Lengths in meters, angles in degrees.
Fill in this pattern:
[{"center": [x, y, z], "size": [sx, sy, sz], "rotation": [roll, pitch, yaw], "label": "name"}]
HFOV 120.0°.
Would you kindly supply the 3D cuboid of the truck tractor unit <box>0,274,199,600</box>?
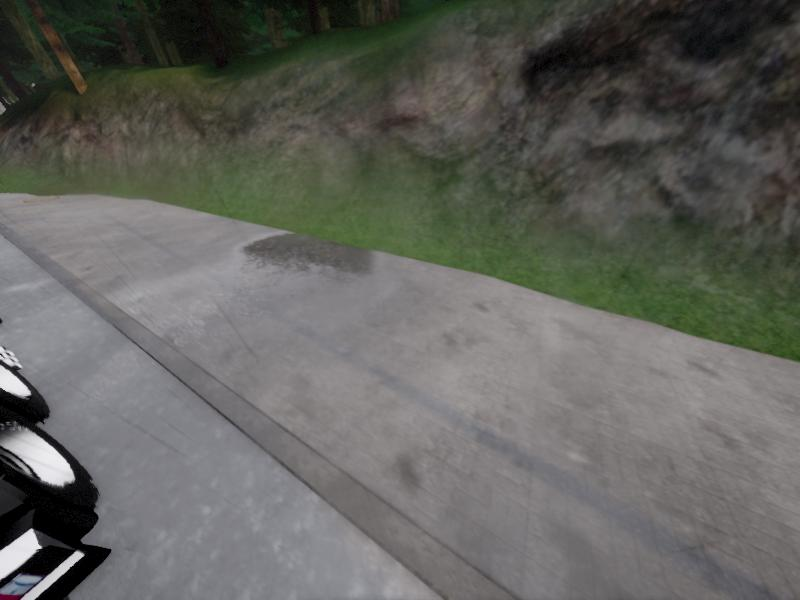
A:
[{"center": [-5.131, -0.281, 0.754], "size": [6.516, 4.208, 3.053], "rotation": [18, 39, 23], "label": "truck tractor unit"}]
